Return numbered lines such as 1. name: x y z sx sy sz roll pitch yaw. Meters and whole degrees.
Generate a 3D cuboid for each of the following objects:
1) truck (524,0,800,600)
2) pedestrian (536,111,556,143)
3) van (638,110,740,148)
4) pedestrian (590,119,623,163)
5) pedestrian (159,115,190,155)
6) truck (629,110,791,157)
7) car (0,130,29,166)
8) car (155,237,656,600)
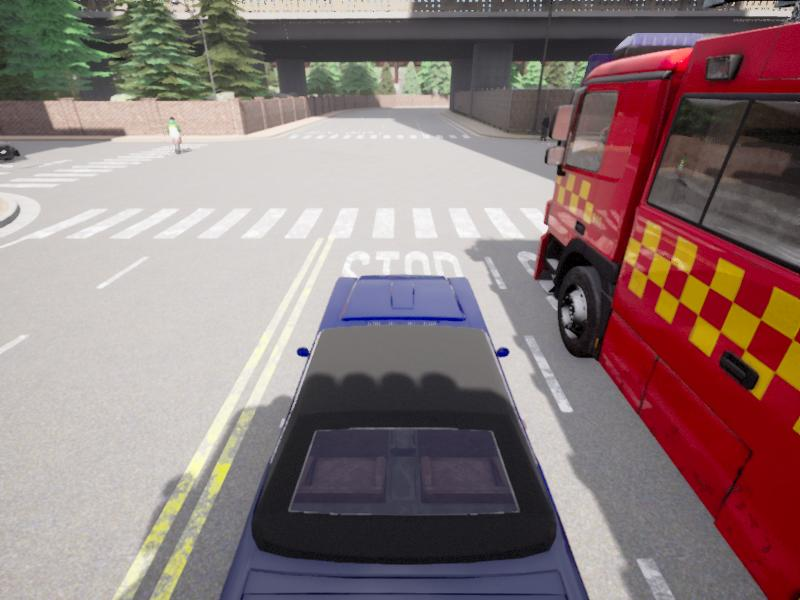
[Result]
1. truck: 3.527 0.142 2.098 2.891 3.827 8.468 0 27 0
2. pedestrian: 9.550 -11.330 26.202 0.751 1.860 0.751 0 27 0
3. van: 17.552 -10.507 24.523 4.442 1.987 1.775 0 27 0
4. pedestrian: 9.564 -7.385 18.586 0.751 1.860 0.751 0 27 0
5. pedestrian: -11.941 -8.747 21.215 0.751 1.860 0.751 1 27 1
6. truck: 16.251 -8.948 21.391 6.274 2.098 2.390 0 27 0
7. car: -20.352 -7.006 18.443 4.181 1.385 1.994 -1 27 -1
8. car: 0.025 0.833 3.512 1.895 1.301 4.718 0 27 0
